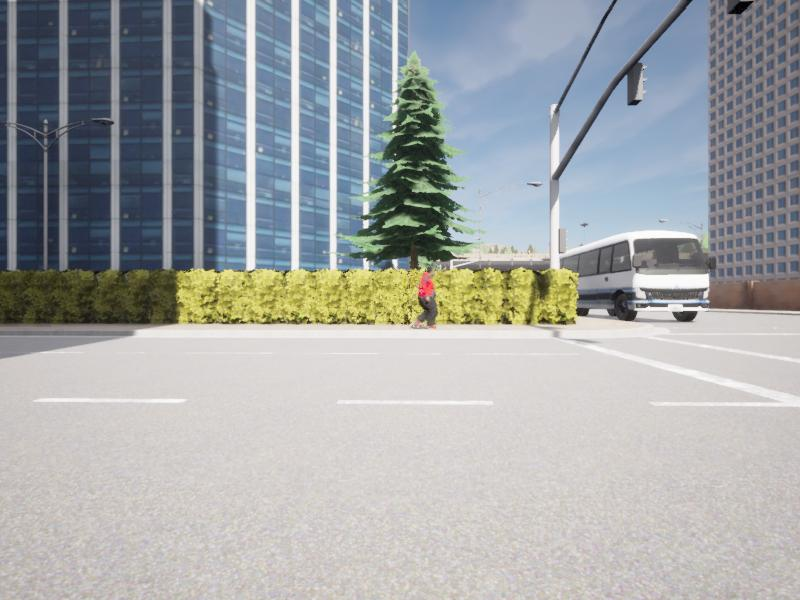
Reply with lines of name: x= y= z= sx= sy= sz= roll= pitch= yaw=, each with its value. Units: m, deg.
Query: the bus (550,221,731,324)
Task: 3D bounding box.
bus: x=11.933 y=-1.134 z=21.785 sx=3.944 sy=4.253 sz=10.273 roll=0 pitch=0 yaw=2

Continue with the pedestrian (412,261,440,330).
pedestrian: x=0.734 y=-0.115 z=11.168 sx=0.751 sy=1.860 sz=0.751 roll=0 pitch=0 yaw=5
